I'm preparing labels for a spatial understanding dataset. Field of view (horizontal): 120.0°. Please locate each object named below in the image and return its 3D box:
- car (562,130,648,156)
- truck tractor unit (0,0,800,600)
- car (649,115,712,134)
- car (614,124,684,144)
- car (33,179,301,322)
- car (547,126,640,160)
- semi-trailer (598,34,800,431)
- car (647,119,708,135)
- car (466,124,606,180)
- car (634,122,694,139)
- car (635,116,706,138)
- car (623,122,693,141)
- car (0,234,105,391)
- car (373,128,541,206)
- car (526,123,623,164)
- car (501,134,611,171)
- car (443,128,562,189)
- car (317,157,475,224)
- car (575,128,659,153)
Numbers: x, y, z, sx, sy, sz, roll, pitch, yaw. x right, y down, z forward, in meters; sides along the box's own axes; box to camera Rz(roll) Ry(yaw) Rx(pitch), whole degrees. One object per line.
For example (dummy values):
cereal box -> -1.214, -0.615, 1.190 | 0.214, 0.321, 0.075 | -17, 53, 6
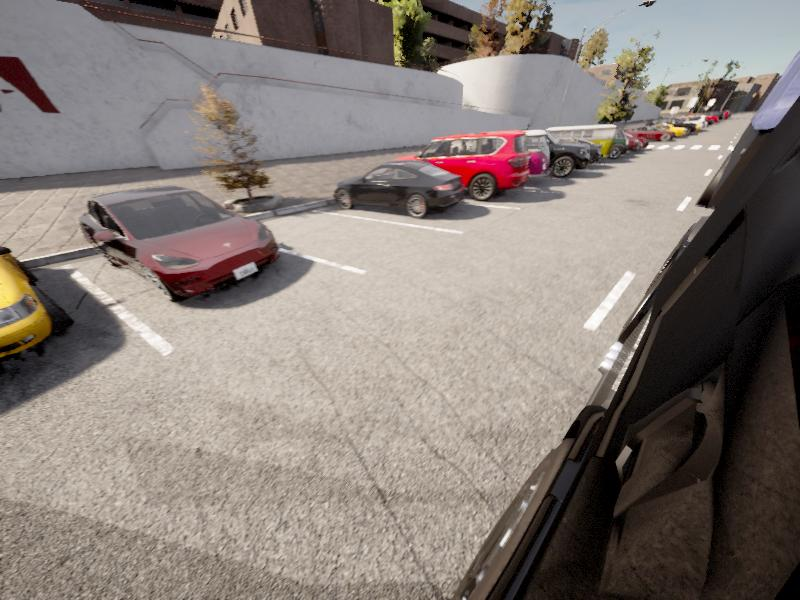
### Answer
car -> 15.795, -12.330, 18.207 | 4.674, 1.452, 2.002 | 16, 40, 26
truck tractor unit -> 2.645, -0.295, 0.351 | 6.516, 4.208, 3.053 | -28, 44, -30
car -> 43.348, -27.265, 35.965 | 5.566, 2.045, 2.435 | 16, 41, 26
car -> 27.316, -18.430, 25.676 | 4.792, 1.488, 2.163 | 16, 40, 26
car -> -4.751, -1.453, 4.793 | 4.792, 1.488, 2.163 | 17, 40, 26
car -> 13.526, -11.247, 16.613 | 4.553, 1.767, 2.185 | 16, 40, 26
semi-trailer -> 8.694, -3.589, 4.262 | 14.254, 4.402, 2.717 | -28, 43, -30
car -> 41.248, -25.774, 34.539 | 5.366, 1.575, 1.946 | 16, 40, 26
car -> 6.666, -7.720, 12.085 | 5.566, 2.045, 2.435 | 16, 40, 26
car -> 34.188, -22.094, 30.181 | 4.674, 1.452, 2.002 | 16, 40, 26
car -> 36.505, -23.548, 31.492 | 5.566, 2.045, 2.435 | 16, 40, 26
car -> 31.725, -20.947, 28.735 | 5.366, 1.575, 1.946 | 16, 41, 26
car -> -6.903, -0.244, 3.211 | 5.366, 1.575, 1.946 | 17, 40, 26
car -> 2.040, -5.308, 9.129 | 5.566, 2.045, 2.435 | 16, 40, 26
car -> 11.107, -10.154, 15.131 | 4.442, 1.987, 1.878 | 16, 40, 26
car -> 8.941, -8.729, 13.724 | 4.892, 1.521, 2.231 | 16, 40, 26
car -> 4.459, -6.466, 10.575 | 4.442, 1.987, 1.878 | 16, 40, 26
car -> -0.202, -3.857, 7.795 | 4.674, 1.452, 2.002 | 17, 40, 26
car -> 18.120, -13.556, 19.692 | 4.792, 1.488, 2.163 | 16, 40, 26
